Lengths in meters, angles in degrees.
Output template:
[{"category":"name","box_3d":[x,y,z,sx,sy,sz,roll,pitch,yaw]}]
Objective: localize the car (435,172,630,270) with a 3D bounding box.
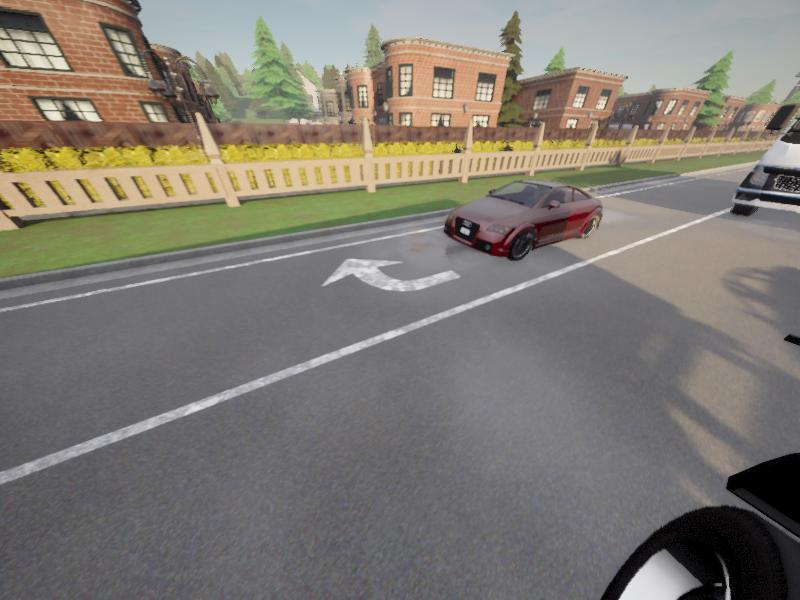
[{"category":"car","box_3d":[3.247,-2.262,5.915,4.181,1.385,1.994,-17,38,-22]}]

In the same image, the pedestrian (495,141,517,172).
[{"category":"pedestrian","box_3d":[7.642,-10.436,16.756,0.751,1.860,0.751,-17,38,-22]}]

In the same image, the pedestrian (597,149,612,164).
[{"category":"pedestrian","box_3d":[18.646,-13.092,21.085,0.500,1.100,0.500,-17,39,-23]}]

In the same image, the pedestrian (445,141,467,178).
[{"category":"pedestrian","box_3d":[3.454,-8.697,14.326,0.751,1.860,0.751,-17,38,-22]}]

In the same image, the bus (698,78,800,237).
[{"category":"bus","box_3d":[15.276,-4.817,6.925,10.273,4.253,3.944,-17,38,-22]}]
